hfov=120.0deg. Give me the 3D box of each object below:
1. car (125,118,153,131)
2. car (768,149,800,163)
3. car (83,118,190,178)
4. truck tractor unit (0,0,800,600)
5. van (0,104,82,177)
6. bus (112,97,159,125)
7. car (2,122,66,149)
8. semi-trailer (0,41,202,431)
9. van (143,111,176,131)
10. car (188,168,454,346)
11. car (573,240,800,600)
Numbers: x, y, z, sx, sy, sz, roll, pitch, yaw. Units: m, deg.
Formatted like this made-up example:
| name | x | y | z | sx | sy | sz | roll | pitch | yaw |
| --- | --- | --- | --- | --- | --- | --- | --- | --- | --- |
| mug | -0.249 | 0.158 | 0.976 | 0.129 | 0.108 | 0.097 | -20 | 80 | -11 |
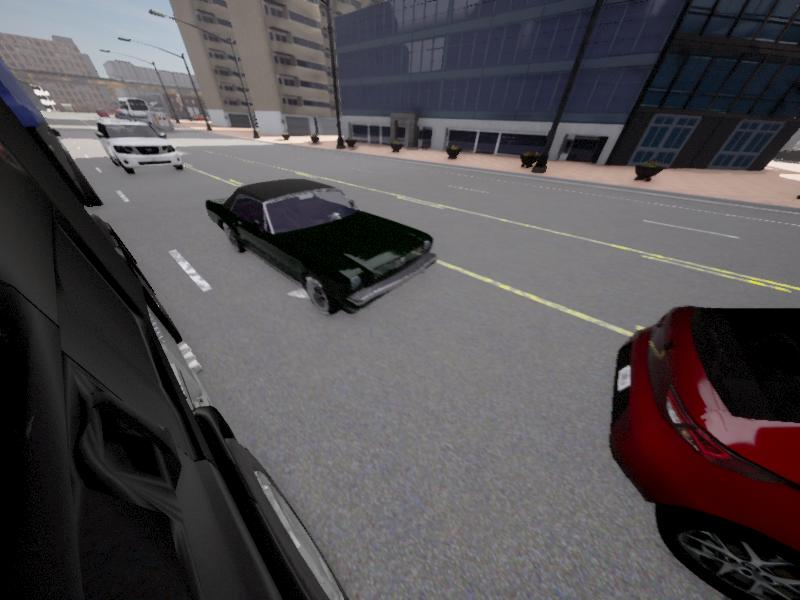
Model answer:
| name | x | y | z | sx | sy | sz | roll | pitch | yaw |
| --- | --- | --- | --- | --- | --- | --- | --- | --- | --- |
| car | -44.385 | -29.816 | 39.266 | 4.902 | 1.511 | 2.128 | 29 | 44 | 29 |
| car | 58.528 | -20.894 | 33.737 | 1.837 | 1.490 | 4.892 | -15 | 41 | -23 |
| car | -13.289 | -7.773 | 11.642 | 5.566 | 2.045 | 2.150 | 27 | 43 | 30 |
| truck tractor unit | -2.645 | -0.295 | 0.351 | 6.516 | 4.208 | 3.053 | 28 | 44 | 30 |
| van | -18.377 | -7.876 | 11.188 | 6.366 | 2.431 | 2.351 | 28 | 44 | 30 |
| bus | -57.661 | -41.197 | 50.305 | 10.273 | 4.253 | 3.944 | 29 | 44 | 29 |
| car | -29.834 | -13.552 | 18.976 | 4.902 | 1.511 | 2.128 | 28 | 44 | 30 |
| semi-trailer | -8.721 | -3.567 | 4.238 | 14.254 | 4.402 | 2.717 | 28 | 43 | 30 |
| van | -44.433 | -33.035 | 42.643 | 6.366 | 2.431 | 2.351 | 30 | 44 | 29 |
| car | -1.675 | -1.324 | 4.221 | 4.718 | 1.301 | 1.895 | 28 | 44 | 30 |
| car | 3.490 | 1.329 | 0.786 | 4.193 | 1.474 | 1.816 | 28 | 44 | 30 |
